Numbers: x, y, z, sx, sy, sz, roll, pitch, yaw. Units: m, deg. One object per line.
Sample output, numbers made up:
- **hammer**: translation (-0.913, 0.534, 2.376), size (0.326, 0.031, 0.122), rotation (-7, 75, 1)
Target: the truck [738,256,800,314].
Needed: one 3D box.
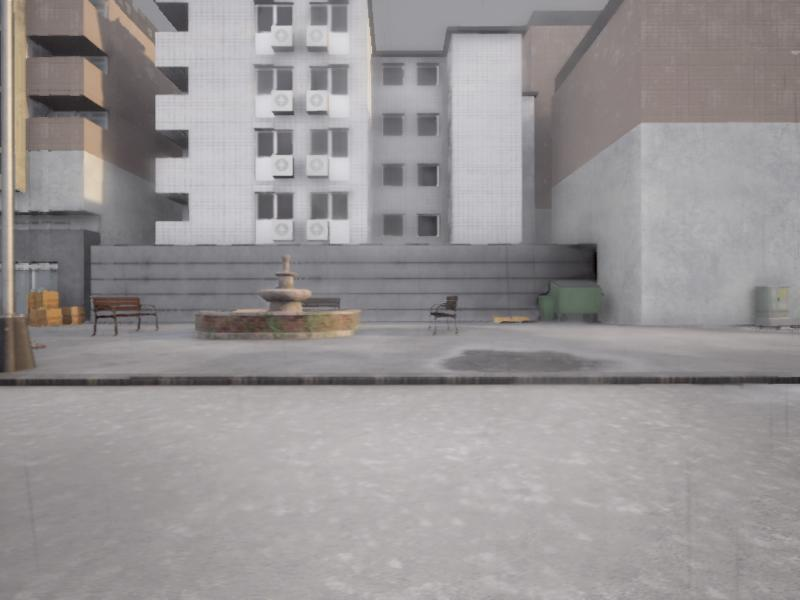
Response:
- **truck**: translation (27.602, -0.989, 26.648), size (2.891, 3.827, 8.468), rotation (0, 0, -1)
